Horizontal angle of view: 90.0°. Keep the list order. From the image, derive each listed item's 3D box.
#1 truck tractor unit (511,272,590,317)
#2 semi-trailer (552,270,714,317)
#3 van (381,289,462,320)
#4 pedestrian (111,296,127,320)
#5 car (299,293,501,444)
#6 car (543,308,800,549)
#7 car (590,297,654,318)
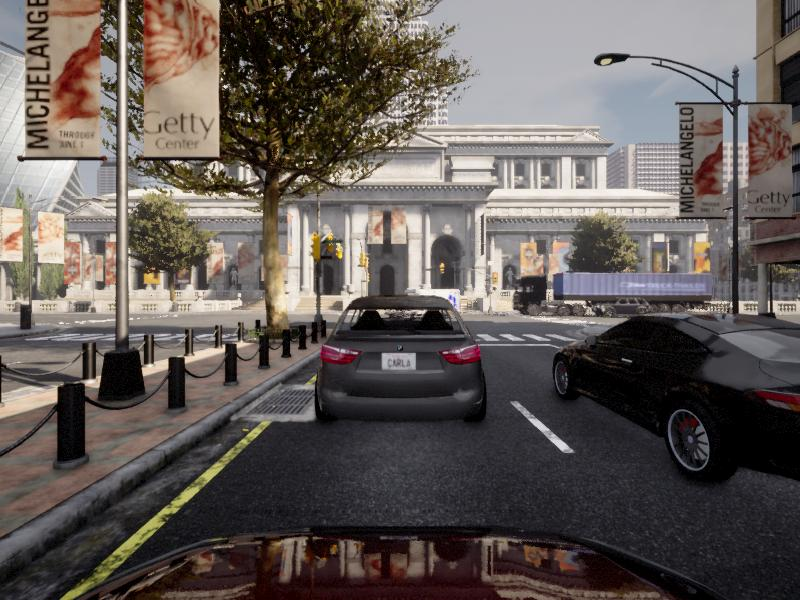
[{"bbox_3d":[14.581,-0.522,39.178,6.516,4.208,3.053,0,0,0],"label":"truck tractor unit"},{"bbox_3d":[22.494,-0.618,39.155,14.254,4.402,2.717,0,0,0],"label":"semi-trailer"},{"bbox_3d":[1.844,0.378,33.560,6.366,2.431,2.351,0,0,-22],"label":"van"},{"bbox_3d":[-22.650,0.637,32.268,0.751,1.860,0.751,0,0,-2],"label":"pedestrian"},{"bbox_3d":[0.019,0.756,6.742,2.242,1.667,4.611,0,0,0],"label":"car"},{"bbox_3d":[3.472,0.870,4.859,1.812,1.442,4.674,0,0,0],"label":"car"},{"bbox_3d":[19.704,0.654,35.637,4.605,1.855,1.932,0,0,1],"label":"car"}]
